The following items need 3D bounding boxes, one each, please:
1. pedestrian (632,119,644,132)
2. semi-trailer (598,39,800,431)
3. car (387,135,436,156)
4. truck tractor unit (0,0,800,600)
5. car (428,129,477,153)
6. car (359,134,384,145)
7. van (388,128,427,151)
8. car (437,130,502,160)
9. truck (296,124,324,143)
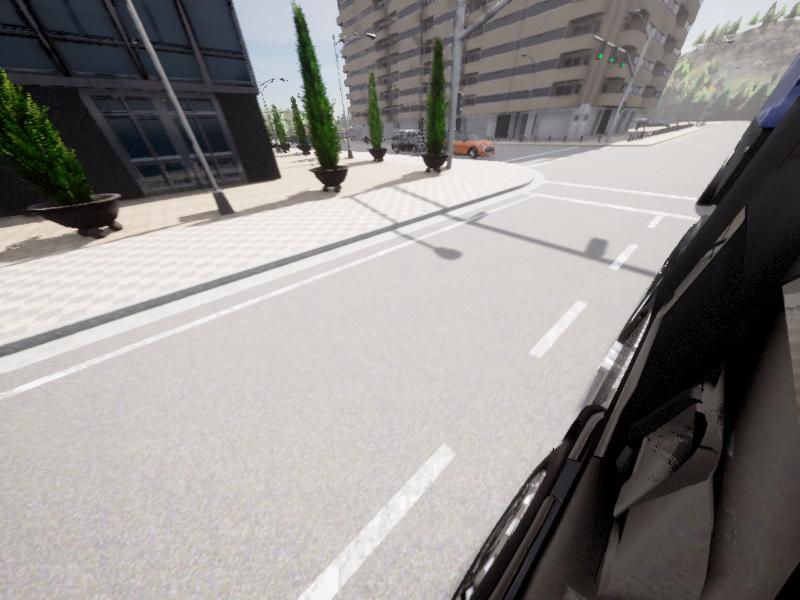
[{"bbox_3d":[41.801,-30.615,40.547,0.751,1.860,0.751,27,45,33],"label":"pedestrian"},{"bbox_3d":[8.699,-3.594,4.242,14.254,4.402,2.717,-28,44,-30],"label":"semi-trailer"},{"bbox_3d":[1.062,-15.709,23.420,2.128,1.511,4.902,-28,43,-30],"label":"car"},{"bbox_3d":[2.645,-0.295,0.351,6.516,4.208,3.053,-28,44,-30],"label":"truck tractor unit"},{"bbox_3d":[5.179,-16.278,23.630,1.932,1.855,4.605,-28,43,-30],"label":"car"},{"bbox_3d":[-5.233,-29.835,42.876,2.163,1.488,4.792,-28,43,-30],"label":"car"},{"bbox_3d":[0.846,-19.331,27.873,2.069,2.038,4.480,-28,43,-30],"label":"van"},{"bbox_3d":[5.479,-12.757,18.935,2.097,1.767,4.553,-27,43,-29],"label":"car"},{"bbox_3d":[-23.569,-43.251,60.107,2.891,3.827,8.468,-29,44,-31],"label":"truck"}]
